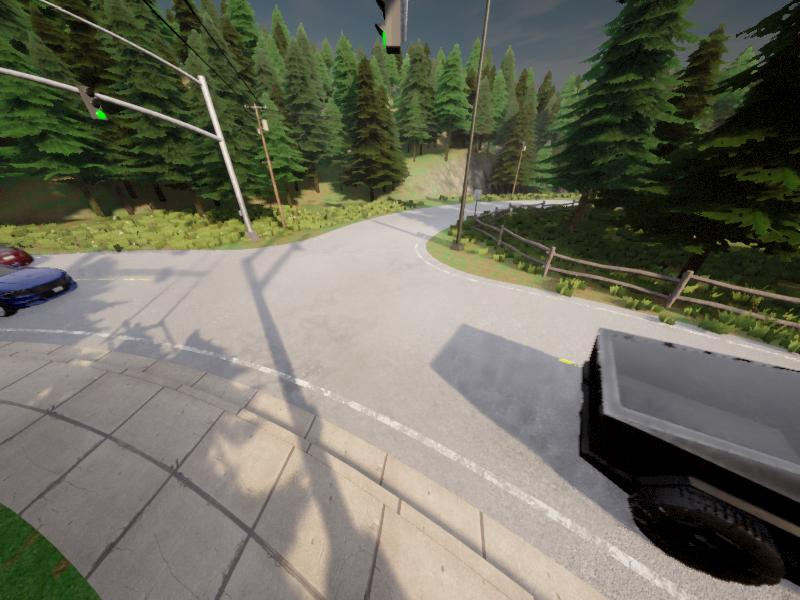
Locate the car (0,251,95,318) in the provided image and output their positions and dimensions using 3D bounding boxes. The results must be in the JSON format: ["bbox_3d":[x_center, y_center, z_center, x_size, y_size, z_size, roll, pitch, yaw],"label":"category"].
[{"bbox_3d":[-14.287,-0.454,7.559,5.008,1.535,1.882,-4,30,-7],"label":"car"}]

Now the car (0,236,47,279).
[{"bbox_3d":[-19.326,-1.702,9.890,4.181,1.385,1.994,-6,30,-10],"label":"car"}]

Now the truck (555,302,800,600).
[{"bbox_3d":[5.539,2.339,2.161,6.274,2.098,2.390,20,35,30],"label":"truck"}]
